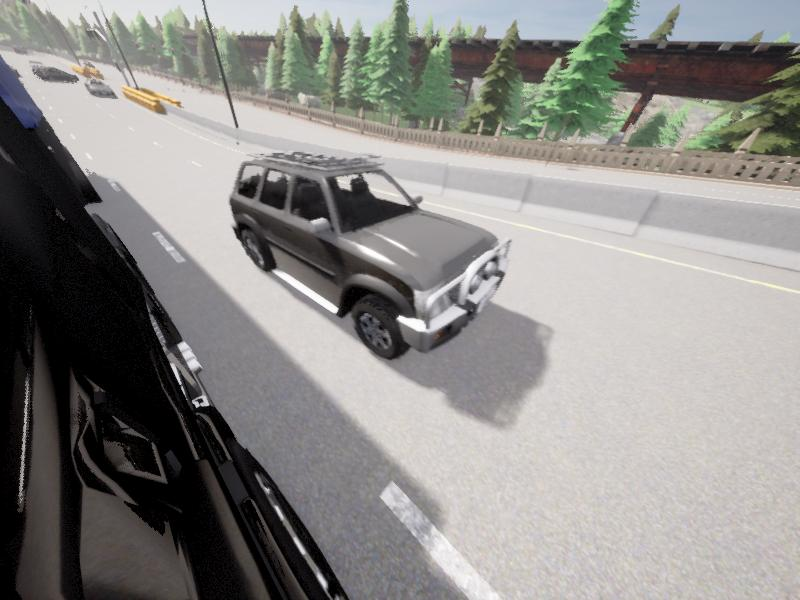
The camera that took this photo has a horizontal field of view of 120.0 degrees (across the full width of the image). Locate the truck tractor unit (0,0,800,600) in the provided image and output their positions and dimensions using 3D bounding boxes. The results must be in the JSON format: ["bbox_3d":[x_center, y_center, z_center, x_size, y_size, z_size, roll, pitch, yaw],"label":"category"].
[{"bbox_3d":[-2.645,-0.295,0.351,6.516,4.208,3.053,28,44,30],"label":"truck tractor unit"}]

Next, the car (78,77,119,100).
[{"bbox_3d":[-39.126,-27.522,30.010,5.027,1.651,2.152,34,46,26],"label":"car"}]

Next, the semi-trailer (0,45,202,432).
[{"bbox_3d":[-8.693,-3.629,4.201,14.254,4.402,2.717,28,44,30],"label":"semi-trailer"}]

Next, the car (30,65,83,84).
[{"bbox_3d":[-53.132,-34.939,35.851,1.851,1.617,3.988,17,42,9],"label":"car"}]

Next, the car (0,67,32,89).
[{"bbox_3d":[-47.040,-26.155,27.008,5.366,1.575,1.801,17,42,8],"label":"car"}]

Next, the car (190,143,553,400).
[{"bbox_3d":[-0.825,-1.101,3.493,4.605,1.855,1.932,28,44,30],"label":"car"}]
